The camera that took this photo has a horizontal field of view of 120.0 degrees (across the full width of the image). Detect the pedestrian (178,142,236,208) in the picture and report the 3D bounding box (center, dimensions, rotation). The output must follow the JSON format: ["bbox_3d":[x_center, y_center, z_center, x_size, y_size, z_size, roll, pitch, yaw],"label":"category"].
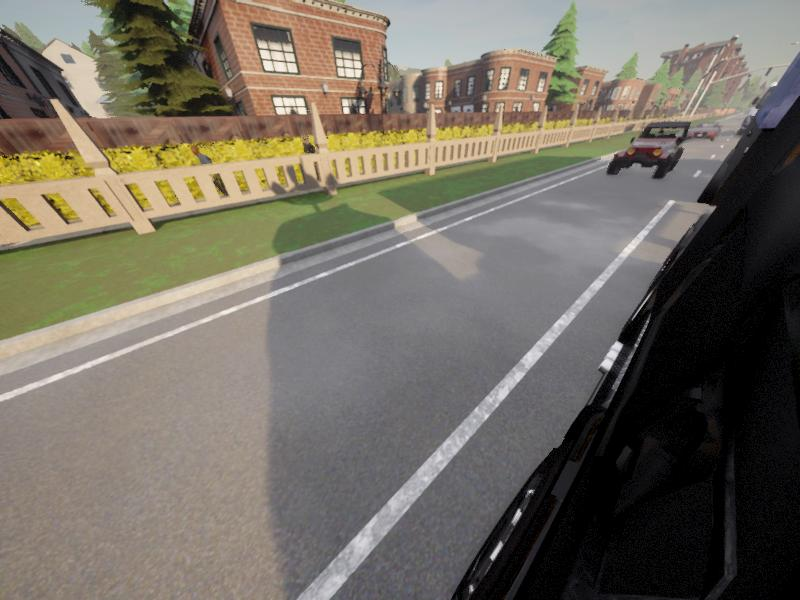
[{"bbox_3d":[-6.600,-4.304,7.981,0.751,1.860,0.751,-29,44,-30],"label":"pedestrian"}]

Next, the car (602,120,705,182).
[{"bbox_3d":[11.111,-6.643,10.166,3.866,1.878,1.905,-28,44,-30],"label":"car"}]

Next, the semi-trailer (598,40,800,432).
[{"bbox_3d":[8.688,-3.625,4.218,14.254,4.402,2.717,-28,44,-30],"label":"semi-trailer"}]

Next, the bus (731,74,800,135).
[{"bbox_3d":[38.821,-19.658,23.662,10.273,4.253,3.944,-27,43,-31],"label":"bus"}]

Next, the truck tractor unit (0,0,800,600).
[{"bbox_3d":[2.645,-0.295,0.351,6.516,4.208,3.053,-28,44,-30],"label":"truck tractor unit"}]

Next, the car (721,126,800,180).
[{"bbox_3d":[16.134,-6.422,9.889,4.902,1.511,2.128,-28,43,-30],"label":"car"}]

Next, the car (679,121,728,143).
[{"bbox_3d":[27.714,-15.357,21.069,4.181,1.385,1.994,-28,44,-30],"label":"car"}]

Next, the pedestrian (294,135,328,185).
[{"bbox_3d":[-4.015,-6.350,10.526,0.751,1.860,0.751,-28,43,-29],"label":"pedestrian"}]

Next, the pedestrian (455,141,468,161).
[{"bbox_3d":[4.100,-9.898,15.329,0.500,1.100,0.500,-26,43,-28],"label":"pedestrian"}]
